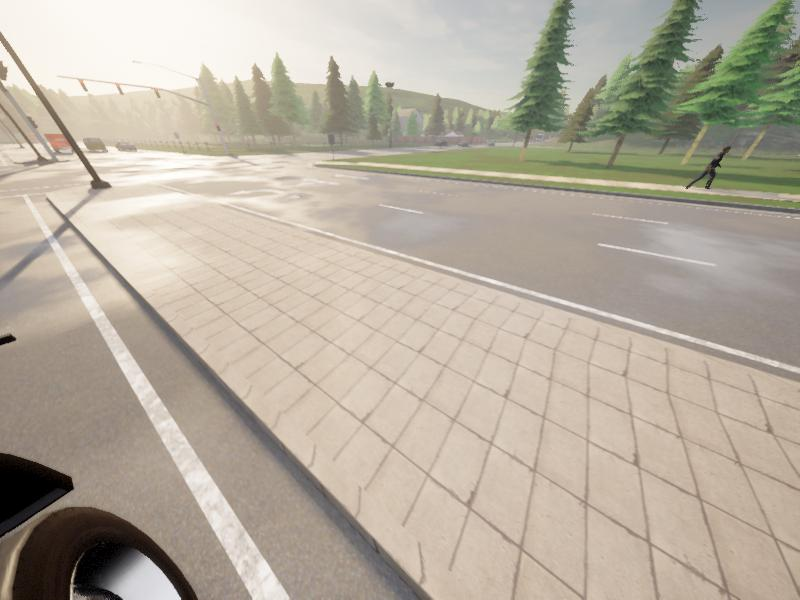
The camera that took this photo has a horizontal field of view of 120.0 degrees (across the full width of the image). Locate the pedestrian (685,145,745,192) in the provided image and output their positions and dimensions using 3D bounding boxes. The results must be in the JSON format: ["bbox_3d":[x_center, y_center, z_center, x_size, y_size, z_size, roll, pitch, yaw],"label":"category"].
[{"bbox_3d":[14.781,-6.223,10.929,0.751,1.860,0.751,22,41,28],"label":"pedestrian"}]

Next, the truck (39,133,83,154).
[{"bbox_3d":[-52.923,-24.502,36.090,5.204,2.467,2.627,22,41,27],"label":"truck"}]

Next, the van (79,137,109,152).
[{"bbox_3d":[-51.512,-26.187,38.911,4.442,1.987,1.775,22,41,27],"label":"van"}]

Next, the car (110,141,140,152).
[{"bbox_3d":[-48.935,-27.367,41.109,5.357,1.411,2.033,22,41,27],"label":"car"}]

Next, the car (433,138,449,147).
[{"bbox_3d":[11.918,-45.703,67.048,2.150,2.045,5.566,22,41,28],"label":"car"}]

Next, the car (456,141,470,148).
[{"bbox_3d":[17.460,-42.994,63.715,1.837,1.490,4.892,22,41,28],"label":"car"}]
